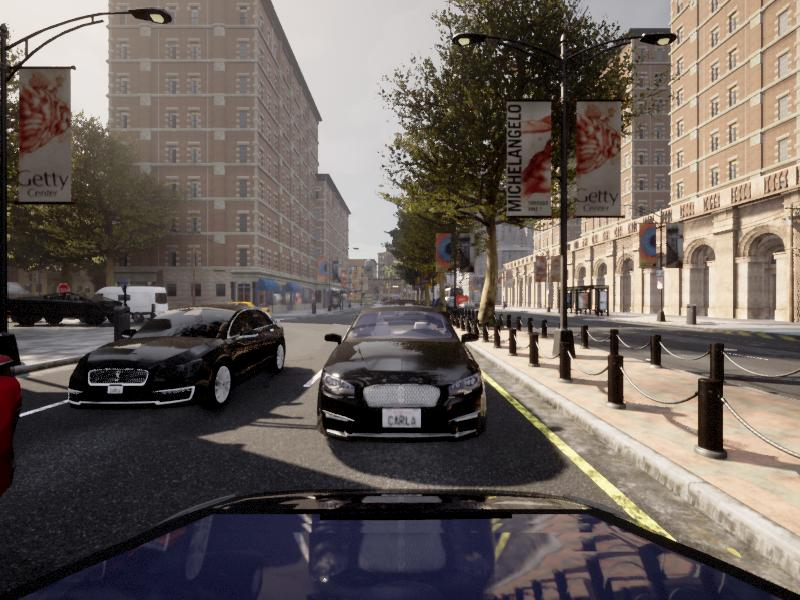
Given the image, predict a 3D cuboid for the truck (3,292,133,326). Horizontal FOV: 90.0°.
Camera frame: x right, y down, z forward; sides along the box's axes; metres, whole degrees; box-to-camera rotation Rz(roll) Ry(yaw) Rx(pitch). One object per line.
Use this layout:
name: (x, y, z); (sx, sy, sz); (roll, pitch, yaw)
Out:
truck: (-20.892, 0.542, 25.433); (6.274, 2.098, 2.390); (0, 0, -1)

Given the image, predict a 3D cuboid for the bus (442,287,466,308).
bus: (11.676, -0.538, 88.180); (3.944, 4.253, 10.273); (0, 0, 0)

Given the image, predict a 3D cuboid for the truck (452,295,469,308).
truck: (11.763, 0.355, 78.047); (2.627, 2.467, 5.204); (0, 0, 0)

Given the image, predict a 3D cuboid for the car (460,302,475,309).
car: (11.736, 0.942, 70.013); (1.895, 1.301, 4.718); (0, 0, 0)

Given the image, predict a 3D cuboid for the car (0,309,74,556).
car: (-3.495, 0.828, 0.791); (2.007, 1.525, 4.514); (0, 0, 0)

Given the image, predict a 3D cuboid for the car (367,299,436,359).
car: (0.043, 0.788, 12.806); (1.851, 1.617, 3.988); (0, 0, 0)

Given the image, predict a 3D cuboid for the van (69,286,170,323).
van: (-20.213, 0.322, 29.025); (5.915, 2.561, 1.988); (0, 0, -2)

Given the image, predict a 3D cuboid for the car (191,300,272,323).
car: (-12.341, 0.801, 29.645); (5.366, 1.575, 1.801); (0, 0, -19)

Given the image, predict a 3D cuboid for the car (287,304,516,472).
car: (0.023, 0.836, 6.166); (2.128, 1.511, 4.902); (0, 0, 0)

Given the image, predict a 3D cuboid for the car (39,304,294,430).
car: (-3.503, 0.845, 7.333); (1.837, 1.490, 4.892); (0, 0, 0)

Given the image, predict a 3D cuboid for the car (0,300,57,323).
car: (-28.277, 0.801, 28.894); (5.366, 1.575, 1.801); (0, 0, -1)
